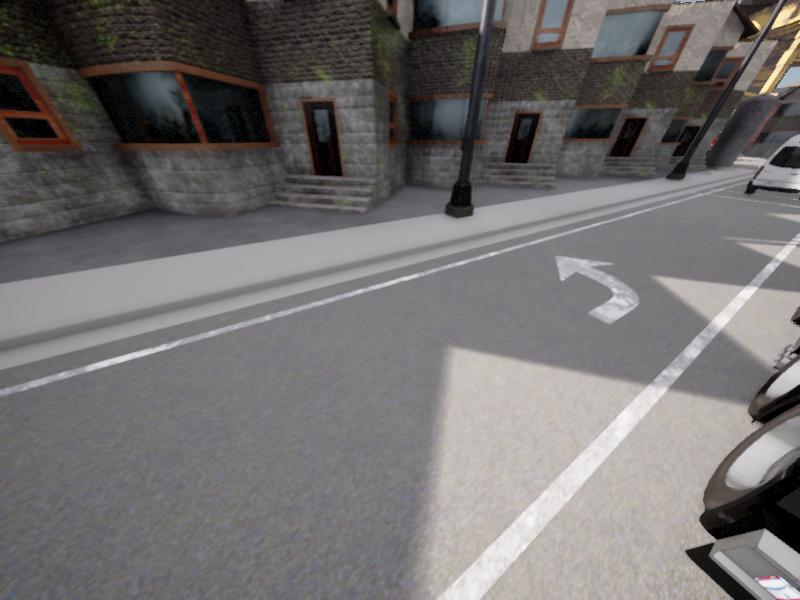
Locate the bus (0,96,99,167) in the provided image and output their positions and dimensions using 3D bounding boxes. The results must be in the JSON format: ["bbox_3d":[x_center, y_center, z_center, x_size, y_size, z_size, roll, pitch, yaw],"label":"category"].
[{"bbox_3d":[-32.238,-12.686,17.440,3.944,4.253,10.273,9,37,12],"label":"bus"}]

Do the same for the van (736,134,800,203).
[{"bbox_3d":[20.432,-6.716,11.578,5.915,2.561,1.988,-17,38,-22],"label":"van"}]

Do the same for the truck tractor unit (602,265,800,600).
[{"bbox_3d":[5.113,-0.297,0.782,6.516,4.208,3.053,-18,39,-24],"label":"truck tractor unit"}]
